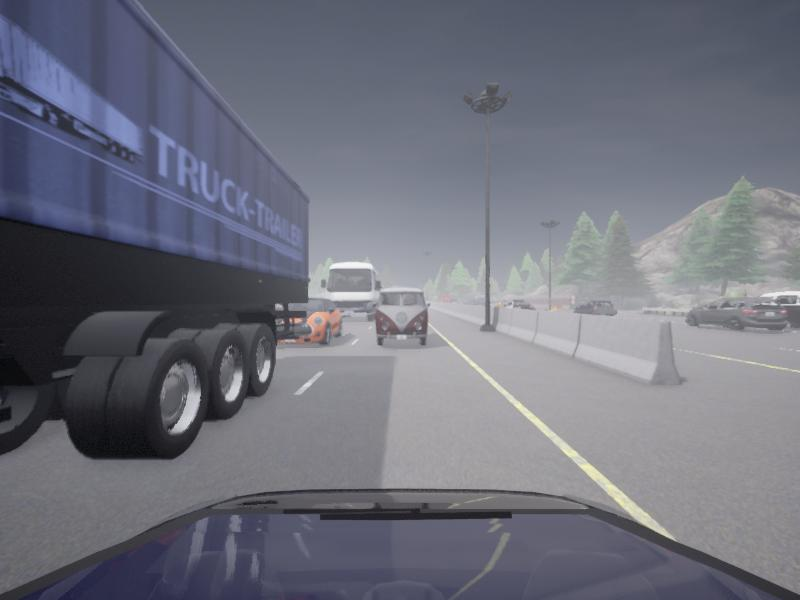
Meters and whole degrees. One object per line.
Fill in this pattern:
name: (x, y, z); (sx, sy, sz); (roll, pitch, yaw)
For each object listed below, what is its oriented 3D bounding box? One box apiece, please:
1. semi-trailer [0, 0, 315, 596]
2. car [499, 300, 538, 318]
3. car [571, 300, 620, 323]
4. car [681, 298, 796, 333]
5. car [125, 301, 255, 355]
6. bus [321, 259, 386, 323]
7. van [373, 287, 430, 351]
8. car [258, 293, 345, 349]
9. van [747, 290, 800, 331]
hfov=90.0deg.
semi-trailer: (-3.491, -0.624, 2.715); (2.717, 4.402, 14.254); (0, 0, 0)
car: (10.646, 0.776, 36.402); (2.038, 1.542, 4.974); (0, 0, 0)
car: (14.121, 0.785, 29.109); (1.845, 1.501, 3.633); (0, 0, 0)
car: (17.589, 0.726, 21.184); (2.242, 1.667, 4.611); (0, 0, 0)
car: (-6.941, 0.802, 13.982); (1.882, 1.535, 5.008); (0, 0, 0)
bus: (-3.250, -0.577, 31.591); (3.944, 4.253, 10.273); (0, 0, 0)
van: (0.062, 0.578, 14.618); (1.775, 1.987, 4.442); (0, 0, 0)
car: (-3.438, 0.672, 14.911); (2.097, 1.767, 4.553); (0, 0, 0)
van: (21.089, 0.541, 20.866); (2.069, 2.038, 4.480); (0, 0, 0)
